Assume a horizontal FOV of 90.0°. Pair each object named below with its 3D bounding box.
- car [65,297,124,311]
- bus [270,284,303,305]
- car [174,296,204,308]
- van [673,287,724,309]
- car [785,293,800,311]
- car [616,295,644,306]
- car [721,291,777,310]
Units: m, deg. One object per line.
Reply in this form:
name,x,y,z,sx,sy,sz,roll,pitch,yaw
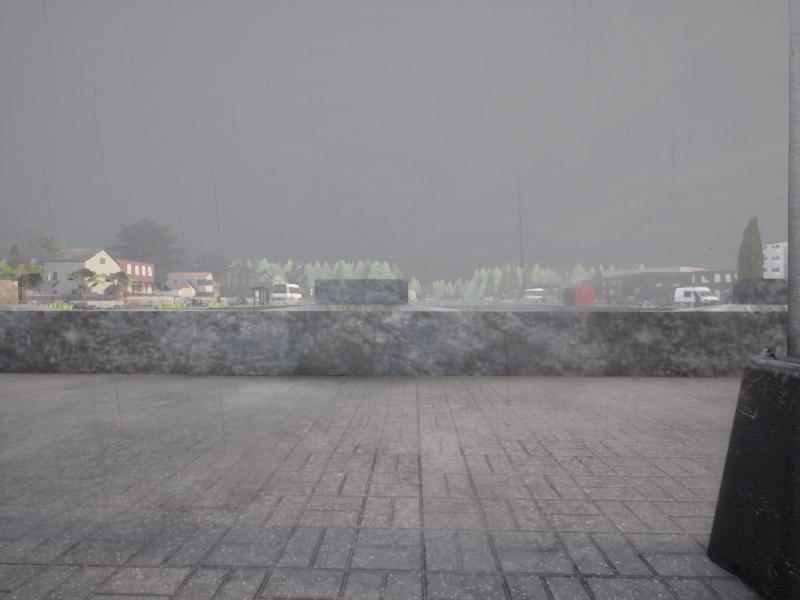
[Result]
car,-29.269,0.344,38.536,1.895,1.301,4.718,0,0,2
bus,-23.826,-1.139,84.714,3.944,4.253,10.273,0,0,2
car,-28.729,0.253,54.505,1.970,1.475,3.806,0,0,2
van,36.850,-0.278,49.652,1.988,2.561,5.915,0,0,2
car,36.340,0.201,34.239,1.801,1.575,5.366,0,0,2
car,37.373,0.098,65.157,2.097,1.767,4.553,0,0,2
car,36.603,0.052,42.120,1.932,1.855,4.605,0,0,2
